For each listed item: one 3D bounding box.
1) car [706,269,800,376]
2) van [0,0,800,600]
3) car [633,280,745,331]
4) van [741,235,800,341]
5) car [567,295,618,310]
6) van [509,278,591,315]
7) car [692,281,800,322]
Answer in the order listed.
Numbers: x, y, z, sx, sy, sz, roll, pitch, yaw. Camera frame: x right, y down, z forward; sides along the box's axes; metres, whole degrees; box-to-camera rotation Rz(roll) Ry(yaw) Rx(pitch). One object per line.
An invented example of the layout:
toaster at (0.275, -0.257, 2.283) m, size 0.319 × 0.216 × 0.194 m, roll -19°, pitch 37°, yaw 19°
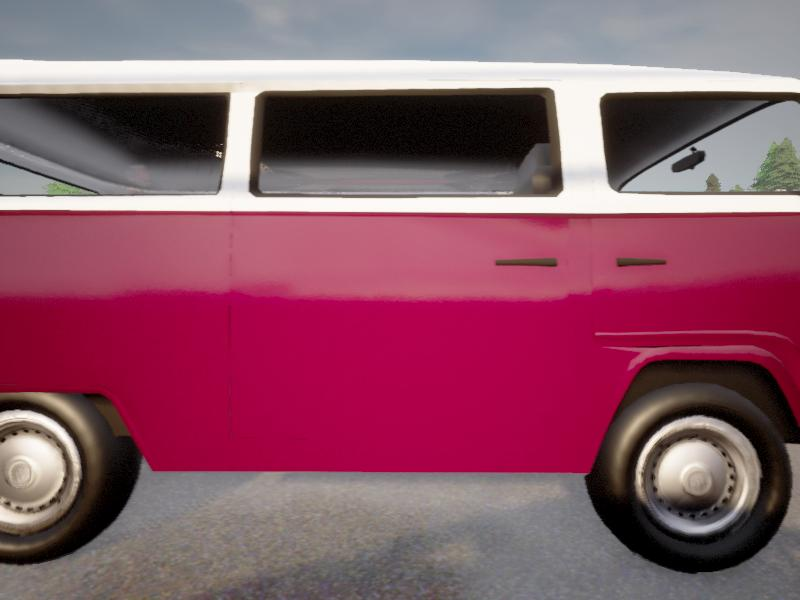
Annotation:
car at (7.927, 0.294, 5.940) m, size 5.357 × 1.411 × 2.033 m, roll 0°, pitch 0°, yaw -4°
van at (-0.095, -0.029, 2.253) m, size 4.480 × 2.038 × 2.069 m, roll 0°, pitch 0°, yaw 1°
car at (11.034, 0.170, 15.122) m, size 5.238 × 1.638 × 1.930 m, roll 0°, pitch 1°, yaw -37°
van at (12.203, -0.279, 11.262) m, size 5.915 × 2.561 × 1.988 m, roll 0°, pitch 0°, yaw -29°
car at (20.758, 0.243, 43.428) m, size 1.837 × 1.490 × 4.892 m, roll 1°, pitch 0°, yaw -25°
van at (11.001, -0.223, 30.107) m, size 2.351 × 2.431 × 6.366 m, roll 0°, pitch 0°, yaw -18°
car at (17.400, 0.046, 20.327) m, size 1.905 × 1.878 × 3.866 m, roll 0°, pitch 0°, yaw -13°
